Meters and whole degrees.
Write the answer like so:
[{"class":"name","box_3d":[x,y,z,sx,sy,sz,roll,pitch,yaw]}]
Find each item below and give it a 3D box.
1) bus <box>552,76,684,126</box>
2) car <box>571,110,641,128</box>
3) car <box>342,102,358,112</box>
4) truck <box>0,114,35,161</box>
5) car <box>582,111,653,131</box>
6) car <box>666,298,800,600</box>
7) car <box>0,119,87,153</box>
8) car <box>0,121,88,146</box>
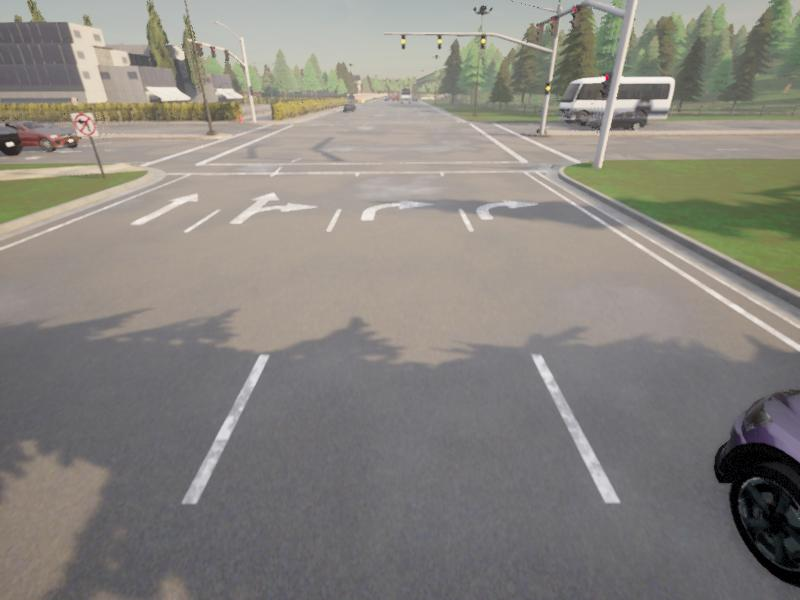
[{"class":"bus","box_3d":[21.373,-19.897,40.084,10.273,4.253,3.944,-1,27,-1]},{"class":"car","box_3d":[19.348,-17.053,37.723,5.357,1.411,2.033,-1,27,-1]},{"class":"car","box_3d":[-8.854,-34.244,71.013,2.128,1.511,4.902,0,27,0]},{"class":"truck","box_3d":[-23.467,-8.420,20.719,6.274,2.098,2.390,-1,27,-1]},{"class":"car","box_3d":[18.712,-15.480,34.585,4.892,1.490,1.837,-1,27,-1]},{"class":"car","box_3d":[3.504,1.831,1.205,2.033,1.649,4.856,0,27,0]},{"class":"car","box_3d":[-22.323,-9.832,23.949,5.027,1.651,2.152,-1,27,0]},{"class":"car","box_3d":[-24.177,-11.312,27.096,4.181,1.385,1.994,-1,27,-1]}]
